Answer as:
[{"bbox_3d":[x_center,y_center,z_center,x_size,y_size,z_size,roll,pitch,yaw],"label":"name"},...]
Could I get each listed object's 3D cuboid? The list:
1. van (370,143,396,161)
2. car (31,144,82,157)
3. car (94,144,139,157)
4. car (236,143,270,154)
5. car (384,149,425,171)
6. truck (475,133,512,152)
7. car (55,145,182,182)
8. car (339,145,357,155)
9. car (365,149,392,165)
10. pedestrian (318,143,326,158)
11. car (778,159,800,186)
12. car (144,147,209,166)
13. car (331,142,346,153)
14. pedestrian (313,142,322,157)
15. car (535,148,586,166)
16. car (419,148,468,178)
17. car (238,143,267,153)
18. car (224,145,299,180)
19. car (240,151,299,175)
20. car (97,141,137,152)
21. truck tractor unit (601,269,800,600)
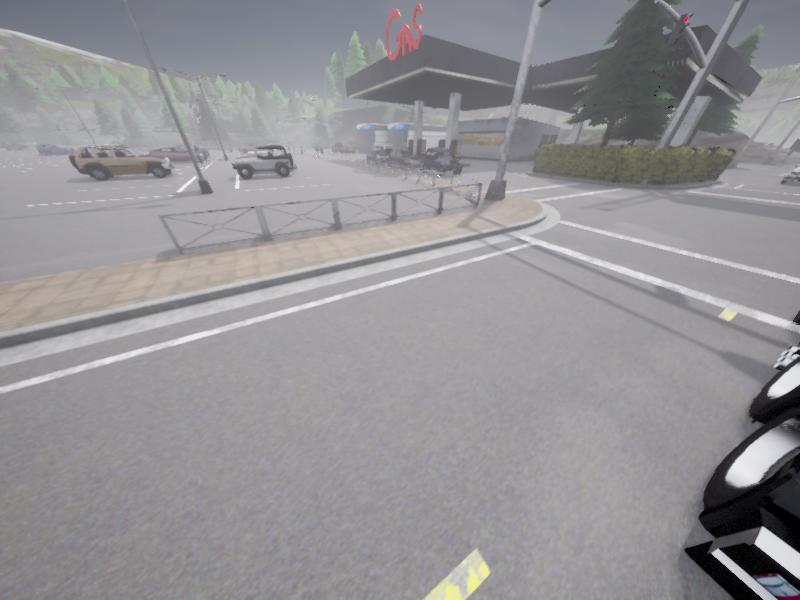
[{"bbox_3d":[-2.571,-22.109,34.337,2.069,2.038,4.480,-18,39,-24],"label":"van"},{"bbox_3d":[-51.650,-22.628,34.871,3.633,1.501,1.845,-18,39,-24],"label":"car"},{"bbox_3d":[-43.721,-23.181,35.759,3.806,1.475,1.970,-18,39,-24],"label":"car"},{"bbox_3d":[-27.386,-28.310,43.194,5.027,1.636,2.152,-18,39,-24],"label":"car"},{"bbox_3d":[0.360,-14.798,24.204,2.033,1.649,4.856,-17,39,-24],"label":"car"},{"bbox_3d":[23.597,-40.053,58.808,2.891,3.827,8.468,-17,38,-23],"label":"truck"},{"bbox_3d":[-17.897,-9.039,15.162,4.605,1.855,1.932,-18,39,-24],"label":"car"},{"bbox_3d":[-10.452,-30.031,46.097,2.007,1.525,4.514,-17,39,-24],"label":"car"},{"bbox_3d":[-2.712,-17.905,28.775,1.970,1.475,3.806,-17,39,-24],"label":"car"},{"bbox_3d":[-11.631,-22.326,34.404,0.751,1.860,0.751,-18,39,-24],"label":"pedestrian"},{"bbox_3d":[28.206,-8.662,15.632,4.674,1.442,1.812,-17,38,-24],"label":"car"},{"bbox_3d":[-23.391,-15.294,24.457,4.514,1.523,2.007,-18,39,-24],"label":"car"},{"bbox_3d":[-13.606,-33.438,50.649,1.905,1.878,3.866,-17,39,-24],"label":"car"},{"bbox_3d":[-13.016,-23.729,36.409,0.751,1.860,0.751,-18,39,-24],"label":"pedestrian"},{"bbox_3d":[20.462,-18.381,29.625,2.242,1.667,4.611,-18,39,-24],"label":"car"},{"bbox_3d":[3.493,-11.671,19.507,1.905,1.878,3.866,-17,38,-24],"label":"car"},{"bbox_3d":[-28.971,-29.856,45.417,4.514,1.523,2.007,-18,39,-24],"label":"car"},{"bbox_3d":[-9.429,-9.588,15.995,3.866,1.878,1.905,-18,39,-24],"label":"car"},{"bbox_3d":[-10.529,-11.185,18.778,3.806,1.475,1.970,-18,39,-24],"label":"car"},{"bbox_3d":[-58.685,-31.899,48.025,4.605,1.855,1.932,-18,39,-24],"label":"car"},{"bbox_3d":[5.119,-0.292,0.776,6.516,4.208,3.053,-18,39,-24],"label":"truck tractor unit"}]
